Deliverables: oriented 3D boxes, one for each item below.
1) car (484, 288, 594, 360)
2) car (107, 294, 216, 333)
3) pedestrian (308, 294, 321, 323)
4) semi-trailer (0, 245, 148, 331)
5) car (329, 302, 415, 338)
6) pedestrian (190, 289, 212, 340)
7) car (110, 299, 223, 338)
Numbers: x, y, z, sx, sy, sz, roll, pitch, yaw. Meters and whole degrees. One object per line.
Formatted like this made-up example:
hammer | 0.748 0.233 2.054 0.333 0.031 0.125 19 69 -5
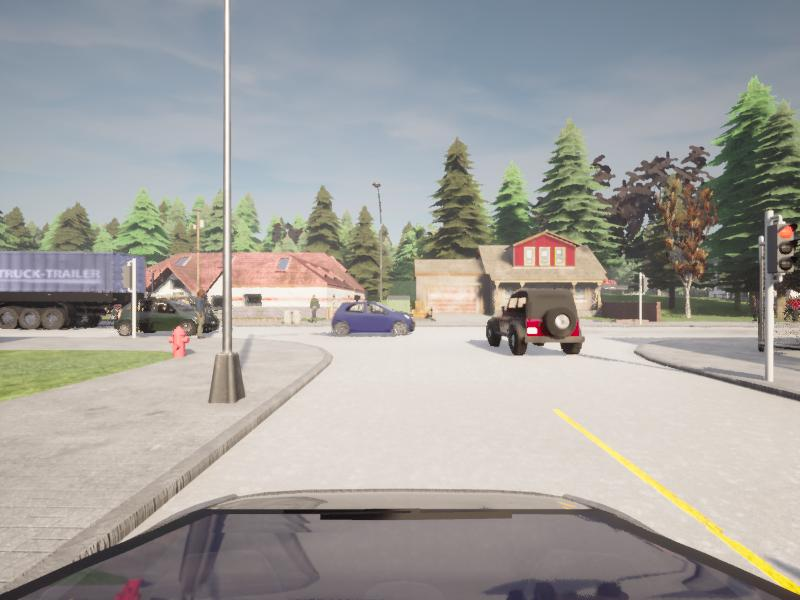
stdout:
car | 4.093 0.645 12.524 1.905 1.878 3.866 0 0 -4
car | -12.135 0.651 20.523 4.605 1.855 1.932 0 0 8
pedestrian | -5.507 0.533 25.747 0.751 1.860 0.751 0 0 -13
semi-trailer | -21.839 -0.619 22.140 14.254 4.402 2.717 0 0 2
car | -1.153 0.827 17.733 3.633 1.501 1.845 0 0 1
pedestrian | -7.594 0.534 15.250 0.751 1.860 0.751 0 0 -28
car | -10.336 0.789 17.932 3.988 1.617 1.851 0 0 1
